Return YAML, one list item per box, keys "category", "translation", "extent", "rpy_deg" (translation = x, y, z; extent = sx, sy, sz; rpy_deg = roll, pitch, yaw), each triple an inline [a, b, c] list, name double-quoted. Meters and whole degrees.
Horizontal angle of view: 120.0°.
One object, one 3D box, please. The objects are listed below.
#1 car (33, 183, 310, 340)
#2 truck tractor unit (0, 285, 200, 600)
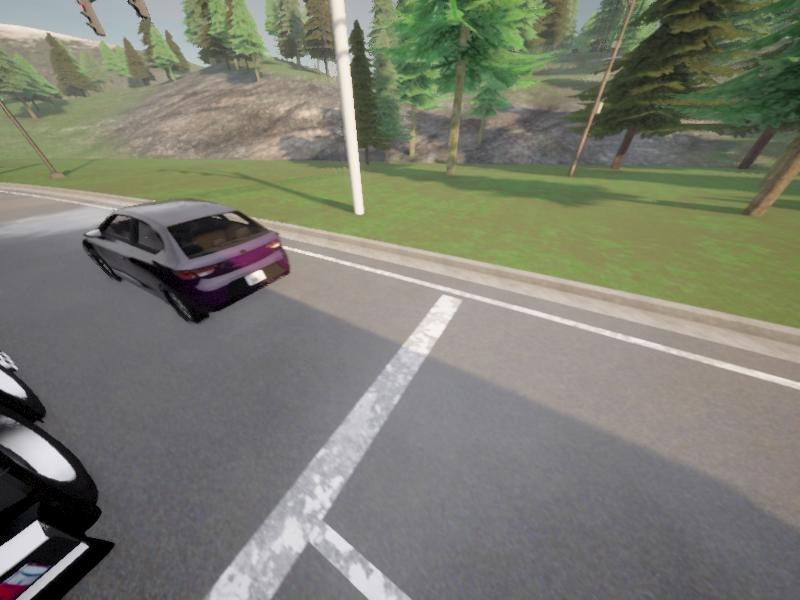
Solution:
- category: "car"
  translation: [-4.055, -1.057, 4.257]
  extent: [4.193, 1.474, 1.816]
  rpy_deg: [17, 38, 23]
- category: "truck tractor unit"
  translation: [-5.154, -0.254, 0.733]
  extent: [6.516, 4.208, 3.053]
  rpy_deg: [17, 38, 23]
